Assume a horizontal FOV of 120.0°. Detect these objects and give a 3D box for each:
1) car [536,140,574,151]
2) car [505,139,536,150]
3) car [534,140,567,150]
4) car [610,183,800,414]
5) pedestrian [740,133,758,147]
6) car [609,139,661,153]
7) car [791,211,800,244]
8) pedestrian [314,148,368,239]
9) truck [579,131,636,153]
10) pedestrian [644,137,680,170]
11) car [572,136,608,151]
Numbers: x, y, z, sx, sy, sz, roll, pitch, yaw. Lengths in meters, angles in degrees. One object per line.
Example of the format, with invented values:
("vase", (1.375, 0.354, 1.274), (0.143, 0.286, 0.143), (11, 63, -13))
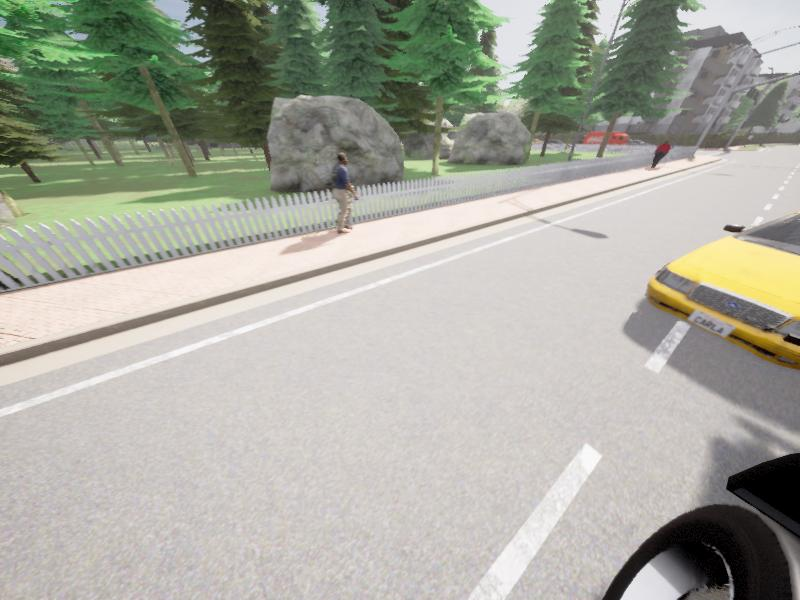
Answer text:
("car", (26.442, -26.506, 39.502), (1.837, 1.490, 4.892), (-21, 40, -26))
("car", (22.905, -29.677, 44.027), (1.837, 1.490, 4.892), (-21, 40, -26))
("car", (27.917, -28.862, 42.969), (1.895, 1.301, 4.718), (-21, 40, -26))
("car", (6.133, -0.587, 3.260), (5.366, 1.575, 1.801), (-13, 38, -16))
("pedestrian", (59.403, -27.201, 39.325), (0.751, 1.860, 0.751), (-19, 39, -24))
("car", (34.682, -22.883, 34.250), (2.128, 1.511, 4.902), (-21, 40, -26))
("car", (12.308, -2.318, 5.668), (4.792, 1.488, 2.163), (-22, 40, -27))
("pedestrian", (-1.374, -2.557, 5.596), (0.751, 1.860, 0.751), (-22, 41, -27))
("truck", (30.405, -23.348, 34.146), (2.627, 2.467, 5.204), (-21, 40, -26))
("pedestrian", (18.023, -10.118, 15.934), (0.751, 1.860, 0.751), (-22, 40, -27))
("car", (31.403, -25.973, 38.329), (1.905, 1.878, 3.866), (-21, 40, -26))
